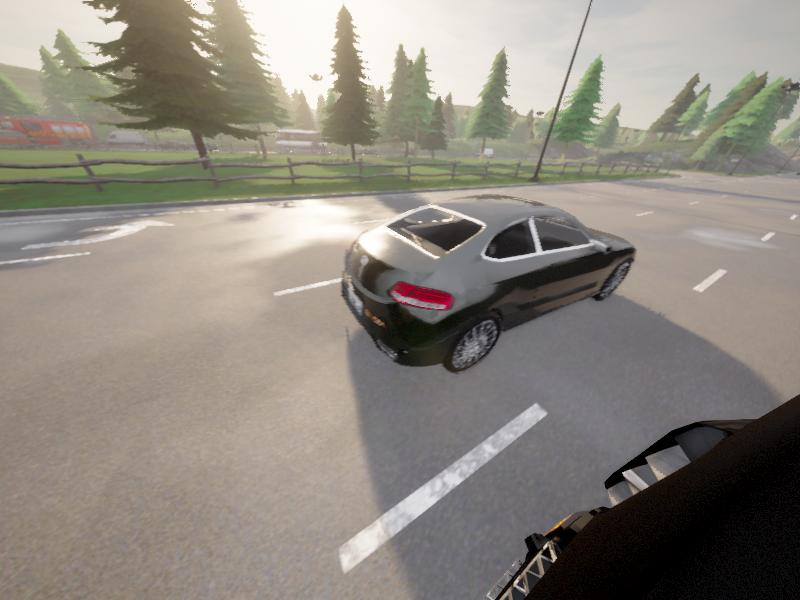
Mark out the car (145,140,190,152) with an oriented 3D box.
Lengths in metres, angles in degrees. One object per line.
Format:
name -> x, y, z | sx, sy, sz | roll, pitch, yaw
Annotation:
car -> -38.805, -25.851, 38.793 | 4.892, 1.490, 1.837 | -16, 38, -26

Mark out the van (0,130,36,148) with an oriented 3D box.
van -> -53.882, -21.727, 31.131 | 4.442, 1.987, 1.775 | -16, 38, -26

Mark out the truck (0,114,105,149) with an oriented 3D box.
truck -> -52.309, -25.173, 34.754 | 8.468, 3.827, 2.891 | -16, 38, -26

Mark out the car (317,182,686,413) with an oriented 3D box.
car -> 1.642, -0.732, 3.678 | 5.027, 1.651, 2.152 | -16, 38, -26

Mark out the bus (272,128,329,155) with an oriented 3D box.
bus -> -21.312, -34.162, 49.970 | 10.273, 4.253, 3.944 | -16, 38, -26

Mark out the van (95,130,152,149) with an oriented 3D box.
van -> -50.727, -29.588, 42.616 | 5.915, 2.561, 1.988 | -16, 38, -26

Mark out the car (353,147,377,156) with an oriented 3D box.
car -> -8.385, -35.583, 55.361 | 5.027, 1.651, 2.152 | -14, 37, -23

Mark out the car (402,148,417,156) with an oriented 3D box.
car -> 2.687, -42.385, 66.097 | 3.866, 1.878, 1.905 | -16, 38, -26

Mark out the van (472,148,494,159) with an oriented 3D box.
van -> 25.814, -45.645, 71.917 | 5.915, 2.561, 1.988 | 14, 35, 17

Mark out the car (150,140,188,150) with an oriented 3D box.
car -> -42.548, -28.592, 42.621 | 2.007, 1.525, 4.514 | 25, 41, 31
